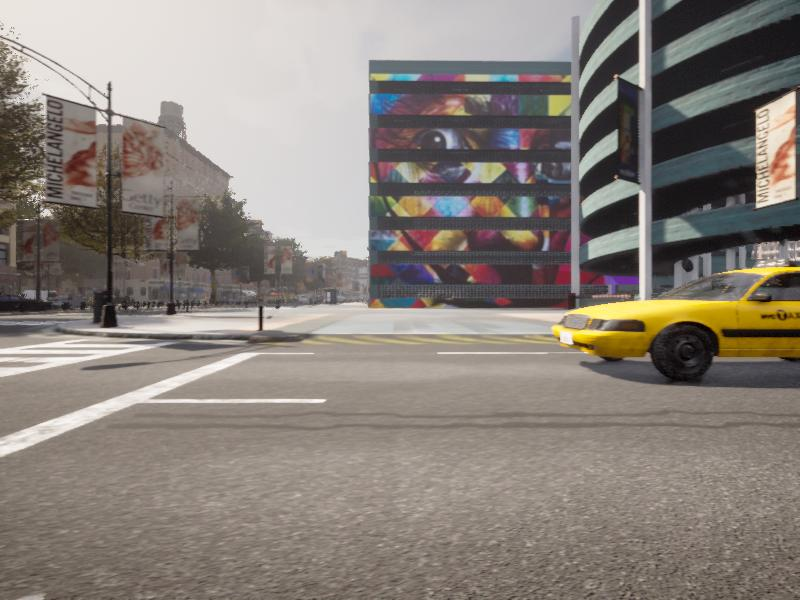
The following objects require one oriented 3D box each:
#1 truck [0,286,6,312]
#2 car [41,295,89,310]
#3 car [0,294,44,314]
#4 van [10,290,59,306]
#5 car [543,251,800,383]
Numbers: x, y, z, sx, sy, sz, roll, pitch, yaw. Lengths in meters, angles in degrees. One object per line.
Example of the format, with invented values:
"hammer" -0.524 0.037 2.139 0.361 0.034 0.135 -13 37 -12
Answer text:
"truck" -33.281 -0.058 29.473 2.390 2.098 6.274 0 0 0
"car" -33.409 0.225 40.012 1.845 1.501 3.633 0 0 -1
"car" -29.799 0.294 29.680 2.033 1.411 5.357 0 0 -1
"van" -58.200 -0.278 63.776 5.915 2.561 1.988 0 0 -2
"car" 5.049 0.202 5.723 5.366 1.575 1.801 0 0 -1
